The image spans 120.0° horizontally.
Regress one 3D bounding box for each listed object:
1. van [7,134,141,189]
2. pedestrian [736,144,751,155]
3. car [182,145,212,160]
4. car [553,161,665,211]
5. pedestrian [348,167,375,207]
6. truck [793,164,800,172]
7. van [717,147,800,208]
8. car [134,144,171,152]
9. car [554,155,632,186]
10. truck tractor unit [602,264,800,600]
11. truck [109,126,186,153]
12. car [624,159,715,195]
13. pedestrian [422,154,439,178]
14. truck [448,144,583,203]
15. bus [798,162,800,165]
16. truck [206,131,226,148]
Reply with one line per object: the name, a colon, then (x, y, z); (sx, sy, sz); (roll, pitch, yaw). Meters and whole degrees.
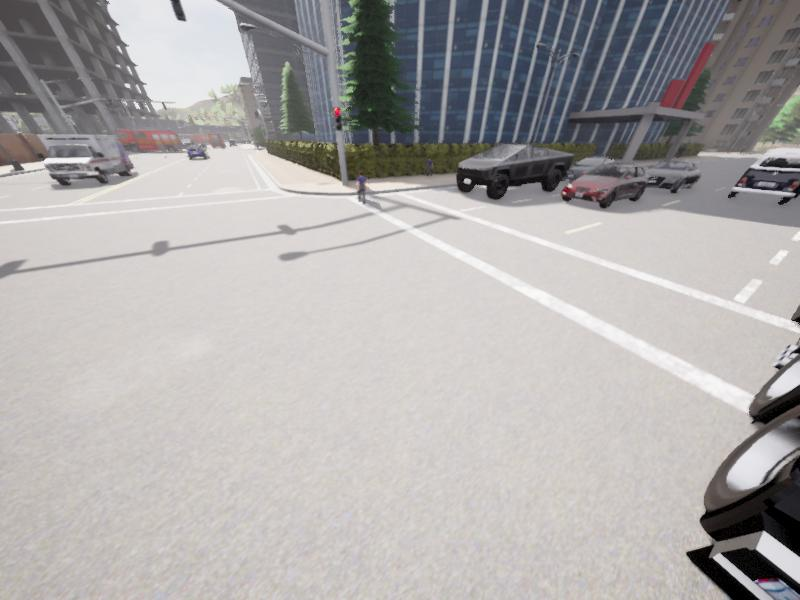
van: (-19.701, -9.002, 14.668); (2.351, 2.431, 6.366); (-18, 39, -24)
pedestrian: (70.775, -31.005, 47.599); (0.751, 1.860, 0.751); (-13, 37, -19)
car: (-26.622, -19.465, 30.415); (2.007, 1.525, 4.514); (-17, 38, -23)
car: (9.086, -5.098, 10.083); (4.193, 1.474, 1.816); (-18, 39, -24)
pedestrian: (-1.558, -4.626, 9.446); (0.751, 1.300, 0.751); (-18, 39, -25)
truck: (40.265, -13.332, 21.355); (5.204, 2.467, 2.627); (-18, 39, -24)
van: (17.700, -5.823, 10.715); (4.480, 2.038, 2.069); (-18, 39, -24)
car: (-48.783, -30.095, 45.656); (4.718, 1.301, 1.895); (-19, 39, -25)
car: (12.588, -8.533, 15.079); (4.674, 1.442, 1.812); (-18, 39, -24)
truck tractor unit: (5.101, -0.312, 0.779); (6.516, 4.208, 3.053); (-19, 39, -24)
truck: (-46.190, -29.677, 42.871); (8.468, 3.827, 2.891); (-19, 39, -25)
car: (15.143, -7.030, 13.012); (4.181, 1.385, 1.994); (-19, 39, -25)
pedestrian: (2.012, -8.886, 15.298); (0.751, 1.300, 0.751); (-18, 39, -24)
truck: (5.782, -6.589, 11.646); (6.274, 2.098, 2.390); (-18, 39, -24)
bus: (51.931, -17.941, 26.519); (10.273, 4.253, 3.944); (-17, 39, -25)
truck: (-51.508, -45.057, 64.910); (2.891, 3.827, 8.468); (-18, 39, -24)
